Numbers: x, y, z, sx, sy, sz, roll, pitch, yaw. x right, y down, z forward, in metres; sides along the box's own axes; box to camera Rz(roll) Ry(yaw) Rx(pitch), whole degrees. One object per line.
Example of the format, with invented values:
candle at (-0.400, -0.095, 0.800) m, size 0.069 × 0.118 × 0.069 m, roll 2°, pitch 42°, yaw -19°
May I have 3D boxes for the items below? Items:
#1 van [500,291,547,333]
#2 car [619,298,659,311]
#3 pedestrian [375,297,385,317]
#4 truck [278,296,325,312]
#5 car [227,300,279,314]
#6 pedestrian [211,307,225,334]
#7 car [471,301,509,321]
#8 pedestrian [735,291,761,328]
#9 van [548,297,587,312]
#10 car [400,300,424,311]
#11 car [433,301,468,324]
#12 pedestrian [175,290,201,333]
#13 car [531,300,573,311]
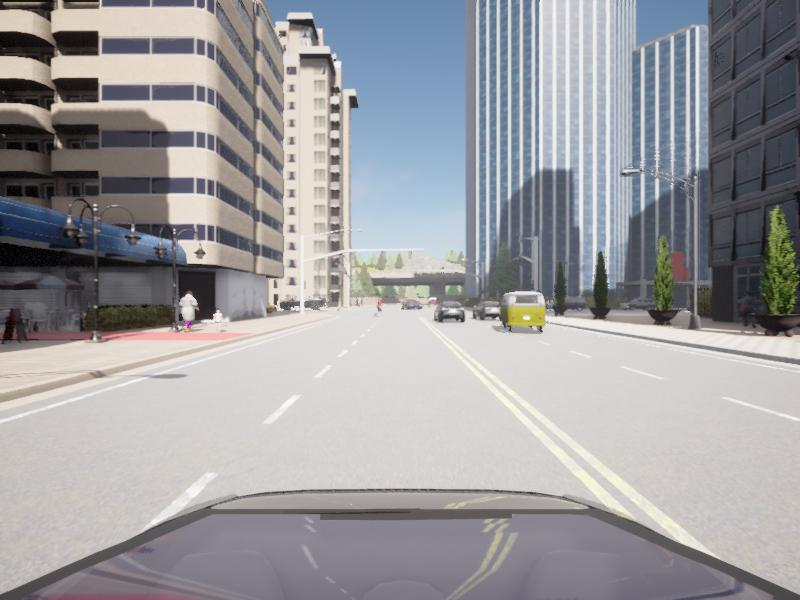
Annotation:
van at (6.415, 0.600, 21.287) m, size 1.775 × 1.987 × 4.442 m, roll 0°, pitch 0°, yaw 9°
car at (34.437, 0.664, 57.801) m, size 4.605 × 1.855 × 1.932 m, roll 0°, pitch 0°, yaw 0°
pedestrian at (-1.864, 0.646, 36.917) m, size 0.751 × 1.860 × 0.751 m, roll 0°, pitch 0°, yaw -22°
truck at (-14.014, 0.555, 57.336) m, size 6.274 × 2.098 × 2.390 m, roll 0°, pitch 0°, yaw -7°
car at (-17.196, 0.813, 46.942) m, size 5.366 × 1.575 × 1.801 m, roll 0°, pitch 0°, yaw 0°
pedestrian at (-7.831, 0.869, 17.206) m, size 0.500 × 1.100 × 0.500 m, roll 0°, pitch 0°, yaw -27°
car at (7.119, 0.836, 32.175) m, size 2.007 × 1.525 × 4.514 m, roll 0°, pitch 0°, yaw 0°
pedestrian at (17.660, 0.470, 20.301) m, size 0.751 × 1.860 × 0.751 m, roll 0°, pitch 0°, yaw 15°
van at (22.666, 0.610, 54.217) m, size 4.442 × 1.987 × 1.775 m, roll 0°, pitch 0°, yaw 0°
car at (1.775, 0.769, 61.270) m, size 2.242 × 1.667 × 4.611 m, roll 0°, pitch 0°, yaw -17°
car at (3.609, 0.835, 29.211) m, size 2.007 × 1.525 × 4.514 m, roll 0°, pitch 0°, yaw 0°
pedestrian at (-9.363, 0.489, 17.664) m, size 0.751 × 1.860 × 0.751 m, roll 0°, pitch 0°, yaw 2°
car at (21.905, 0.783, 57.712) m, size 5.238 × 1.638 × 1.930 m, roll 0°, pitch 0°, yaw 0°
